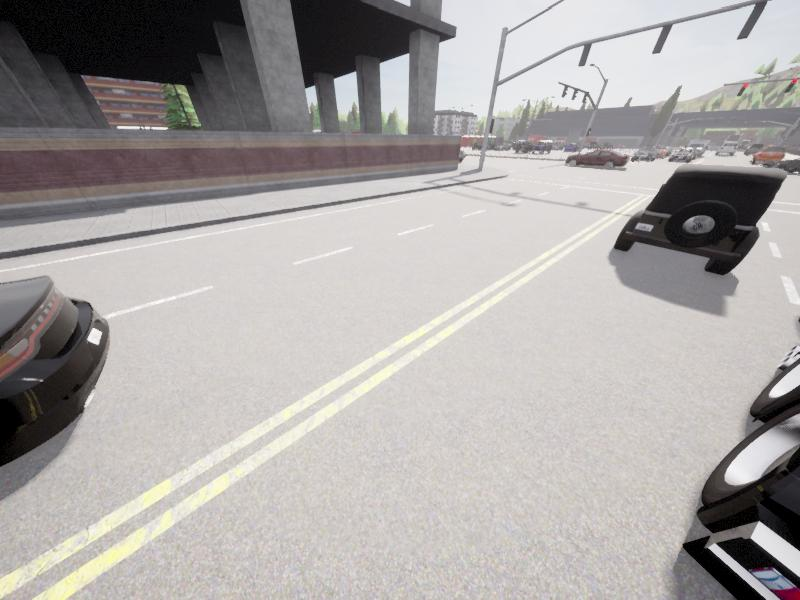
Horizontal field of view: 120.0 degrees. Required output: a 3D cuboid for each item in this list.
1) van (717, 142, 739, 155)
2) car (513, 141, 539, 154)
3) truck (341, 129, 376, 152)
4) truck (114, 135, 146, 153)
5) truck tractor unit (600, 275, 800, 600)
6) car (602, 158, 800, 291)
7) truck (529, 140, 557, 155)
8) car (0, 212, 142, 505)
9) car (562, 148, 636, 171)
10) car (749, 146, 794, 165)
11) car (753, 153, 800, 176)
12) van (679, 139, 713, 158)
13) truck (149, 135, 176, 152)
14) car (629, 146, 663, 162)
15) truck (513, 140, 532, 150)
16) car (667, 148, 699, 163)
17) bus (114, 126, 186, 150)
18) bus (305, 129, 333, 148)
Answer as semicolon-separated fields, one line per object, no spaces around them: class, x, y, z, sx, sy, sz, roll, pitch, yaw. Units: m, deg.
van;66.772;-30.830;46.995;4.442;1.987;1.775;-26;42;-32
car;23.184;-28.009;42.429;4.605;1.855;1.932;-26;42;-32
truck;-8.789;-33.764;48.904;2.891;3.827;8.468;-26;43;-32
truck;-47.494;-27.632;40.808;2.615;2.467;5.204;-26;42;-32
truck tractor unit;5.129;-0.283;0.754;6.516;4.208;3.053;-18;39;-23
car;6.889;-2.071;5.364;3.866;1.878;1.905;-26;42;-32
truck;25.099;-26.836;40.597;4.478;2.038;2.069;-26;42;-32
car;-5.085;1.152;0.867;5.238;1.638;1.930;-26;43;-32
car;19.274;-13.877;22.646;1.882;1.535;5.008;-26;43;-33
car;44.933;-17.653;28.093;4.553;1.767;2.097;-26;42;-32
car;32.919;-10.624;18.233;2.033;1.411;5.357;0;35;-1
van;49.343;-25.272;38.505;6.366;2.431;2.351;-26;42;-32
truck;-44.194;-29.207;43.092;2.615;2.467;5.204;-26;42;-32
car;33.705;-20.064;31.613;4.856;1.649;2.033;-26;42;-32
truck;32.326;-40.970;60.924;4.478;2.038;2.069;-26;42;-32
car;37.160;-19.040;30.300;3.806;1.475;1.970;-26;42;-32
bus;-57.486;-37.600;53.738;10.273;4.253;3.944;-25;42;-32
bus;-23.706;-46.981;67.361;3.944;4.253;10.273;-22;41;-29
